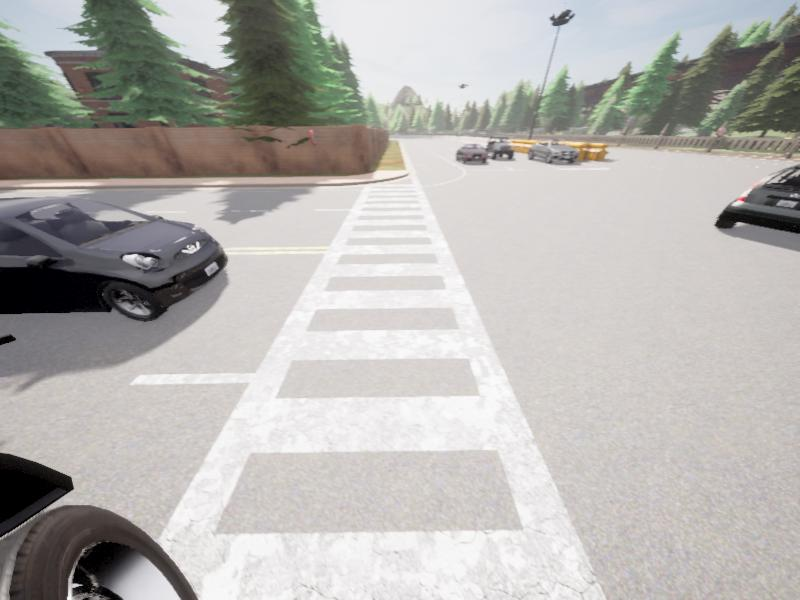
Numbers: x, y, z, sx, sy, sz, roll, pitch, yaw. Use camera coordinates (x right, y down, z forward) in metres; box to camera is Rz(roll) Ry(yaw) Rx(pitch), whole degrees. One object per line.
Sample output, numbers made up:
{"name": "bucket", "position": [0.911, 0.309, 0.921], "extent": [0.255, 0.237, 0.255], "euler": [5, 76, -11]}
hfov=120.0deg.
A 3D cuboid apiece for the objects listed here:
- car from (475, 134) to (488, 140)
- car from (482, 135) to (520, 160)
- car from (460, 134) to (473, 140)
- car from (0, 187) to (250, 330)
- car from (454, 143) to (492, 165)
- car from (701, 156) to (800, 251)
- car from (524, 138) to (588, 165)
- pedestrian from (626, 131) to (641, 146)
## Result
{"name": "car", "position": [25.656, -51.134, 72.526], "extent": [1.837, 1.490, 4.892], "euler": [-5, 37, -6]}
{"name": "car", "position": [9.783, -15.059, 22.777], "extent": [1.905, 1.878, 3.866], "euler": [-1, 36, 0]}
{"name": "car", "position": [21.635, -53.079, 75.221], "extent": [2.038, 1.542, 4.974], "euler": [-6, 36, -7]}
{"name": "car", "position": [-4.919, -0.742, 3.586], "extent": [3.633, 1.501, 1.845], "euler": [-1, 36, -1]}
{"name": "car", "position": [6.317, -13.020, 20.462], "extent": [1.994, 1.385, 4.181], "euler": [-1, 36, 0]}
{"name": "car", "position": [10.598, -2.595, 5.863], "extent": [3.988, 1.617, 1.851], "euler": [-13, 38, -17]}
{"name": "car", "position": [13.318, -13.093, 20.254], "extent": [2.152, 1.651, 5.027], "euler": [-1, 36, 0]}
{"name": "pedestrian", "position": [36.476, -25.207, 36.106], "extent": [0.751, 1.860, 0.751], "euler": [0, 36, 1]}
